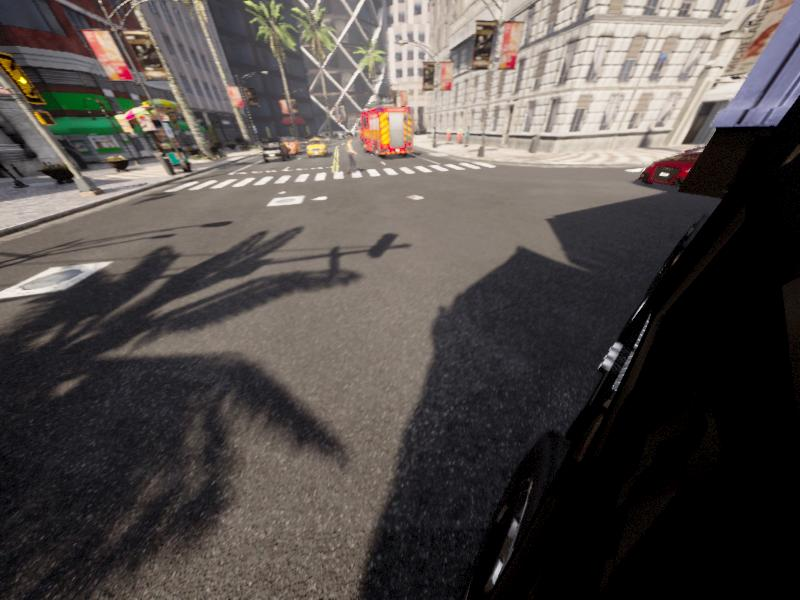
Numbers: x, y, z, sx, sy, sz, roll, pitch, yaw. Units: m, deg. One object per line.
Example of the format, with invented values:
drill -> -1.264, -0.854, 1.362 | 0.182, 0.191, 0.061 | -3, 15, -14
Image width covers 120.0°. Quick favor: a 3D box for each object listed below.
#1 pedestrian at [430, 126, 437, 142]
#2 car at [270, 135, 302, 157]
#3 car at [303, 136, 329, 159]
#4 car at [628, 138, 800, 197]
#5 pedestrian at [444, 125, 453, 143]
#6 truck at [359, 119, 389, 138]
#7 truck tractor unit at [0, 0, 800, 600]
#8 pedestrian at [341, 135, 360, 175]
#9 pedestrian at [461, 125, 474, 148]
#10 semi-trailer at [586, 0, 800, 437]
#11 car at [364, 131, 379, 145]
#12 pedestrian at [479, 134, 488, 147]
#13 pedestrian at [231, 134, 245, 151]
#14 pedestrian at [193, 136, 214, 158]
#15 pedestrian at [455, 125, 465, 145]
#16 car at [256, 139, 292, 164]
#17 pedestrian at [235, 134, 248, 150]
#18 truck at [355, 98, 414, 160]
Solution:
pedestrian -> 4.785, -23.869, 33.201 | 0.751, 1.860, 0.751 | -10, 38, -10
car -> -12.656, -17.431, 26.010 | 2.097, 1.767, 4.553 | -9, 37, -8
car -> -8.416, -15.588, 23.497 | 1.801, 1.575, 5.366 | -9, 37, -8
car -> 11.220, -4.732, 8.123 | 4.181, 1.385, 1.994 | -6, 37, -4
pedestrian -> 6.436, -22.012, 30.640 | 0.751, 1.860, 0.751 | -8, 37, -8
truck -> -6.818, -46.551, 62.640 | 2.891, 3.827, 8.468 | 20, 43, 27
truck tractor unit -> 2.645, -0.295, 0.351 | 6.516, 4.208, 3.053 | -28, 44, -30
pedestrian -> -2.796, -8.193, 13.081 | 0.751, 1.860, 0.751 | -10, 38, -9
pedestrian -> 6.741, -16.382, 23.147 | 0.751, 1.860, 0.751 | -12, 38, -13
semi-trailer -> 9.629, -2.714, 2.995 | 14.254, 4.402, 2.717 | -16, 39, -17
car -> -4.650, -26.903, 38.267 | 2.152, 1.651, 5.027 | -5, 37, -3
pedestrian -> 8.481, -16.214, 23.456 | 0.500, 1.100, 0.500 | -4, 37, -2
pedestrian -> -22.906, -22.314, 32.738 | 0.751, 1.860, 0.751 | 0, 37, 3
pedestrian -> -21.244, -16.574, 25.021 | 0.751, 1.860, 0.751 | -9, 37, -9
pedestrian -> 6.985, -19.315, 27.027 | 0.751, 1.860, 0.751 | -8, 37, -8
car -> -11.349, -13.589, 21.035 | 1.789, 1.549, 3.705 | -9, 37, -9
pedestrian -> -23.353, -23.302, 34.076 | 0.751, 1.860, 0.751 | -4, 37, -3
truck -> -1.651, -15.747, 21.449 | 2.891, 3.827, 8.468 | -14, 38, -14
